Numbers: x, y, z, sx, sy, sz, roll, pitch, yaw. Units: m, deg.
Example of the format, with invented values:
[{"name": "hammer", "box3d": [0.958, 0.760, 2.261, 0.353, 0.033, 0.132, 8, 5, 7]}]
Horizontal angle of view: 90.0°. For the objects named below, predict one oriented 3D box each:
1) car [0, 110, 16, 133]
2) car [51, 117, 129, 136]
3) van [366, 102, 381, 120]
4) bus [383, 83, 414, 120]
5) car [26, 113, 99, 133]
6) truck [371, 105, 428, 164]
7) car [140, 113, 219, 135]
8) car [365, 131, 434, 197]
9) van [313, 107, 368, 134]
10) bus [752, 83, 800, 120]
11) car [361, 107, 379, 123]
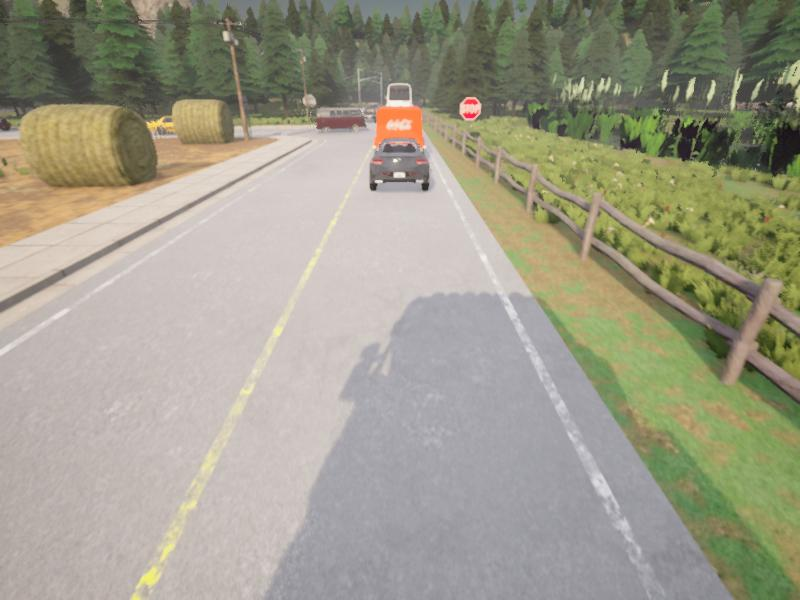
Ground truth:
[{"name": "car", "box3d": [-38.286, -16.120, 36.104, 4.553, 1.767, 2.097, -1, 27, -2]}, {"name": "car", "box3d": [-25.959, -14.587, 33.640, 4.718, 1.301, 1.895, -1, 27, -2]}, {"name": "van", "box3d": [-3.572, -25.681, 54.271, 1.775, 1.987, 4.442, 0, 27, 0]}, {"name": "bus", "box3d": [-0.272, -27.948, 56.198, 3.944, 4.253, 10.273, -1, 28, -1]}, {"name": "car", "box3d": [-30.688, -16.182, 36.496, 4.514, 1.525, 2.007, -1, 27, -2]}, {"name": "truck", "box3d": [-0.029, -8.918, 21.215, 2.627, 2.467, 5.204, 0, 27, 0]}, {"name": "car", "box3d": [-18.544, -14.890, 33.898, 5.366, 1.575, 1.801, -1, 27, -2]}, {"name": "car", "box3d": [-0.024, -5.320, 15.161, 2.152, 1.651, 5.027, 0, 27, 0]}, {"name": "van", "box3d": [-5.202, -15.802, 35.157, 4.442, 1.987, 1.775, -8, 29, -15]}, {"name": "bus", "box3d": [53.932, -26.262, 52.834, 3.944, 4.253, 10.273, -5, 28, -10]}, {"name": "car", "box3d": [-3.560, -22.272, 48.129, 1.789, 1.549, 3.705, 0, 27, 0]}]
